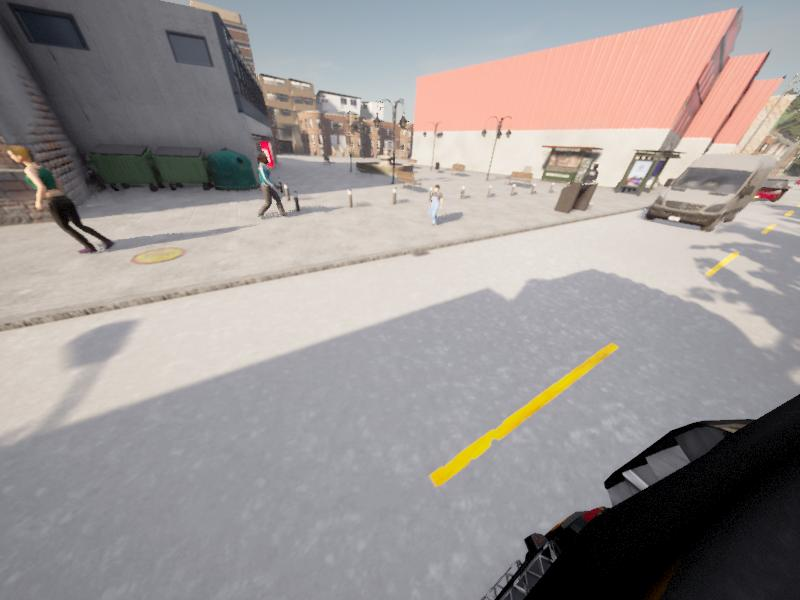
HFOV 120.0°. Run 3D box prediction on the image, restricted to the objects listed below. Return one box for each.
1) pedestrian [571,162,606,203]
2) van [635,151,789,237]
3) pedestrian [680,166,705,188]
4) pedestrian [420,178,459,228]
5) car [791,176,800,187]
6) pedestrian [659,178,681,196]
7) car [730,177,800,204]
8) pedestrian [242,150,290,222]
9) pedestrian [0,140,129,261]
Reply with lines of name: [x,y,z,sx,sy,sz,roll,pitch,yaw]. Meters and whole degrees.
pedestrian: [10.117,-6.320,12.412,0.751,1.860,0.751,25,40,30]
van: [13.046,-4.580,9.677,5.915,2.561,1.988,-16,38,-27]
pedestrian: [28.979,-12.224,22.922,0.751,1.860,0.751,29,42,34]
pedestrian: [1.207,-3.069,7.308,0.751,1.300,0.751,-22,41,-33]
car: [68.774,-20.043,39.016,4.514,1.525,2.007,-16,38,-26]
pedestrian: [19.652,-8.238,16.820,0.500,1.100,0.500,-16,38,-27]
car: [28.491,-8.623,18.018,4.792,1.488,2.163,-16,38,-27]
pedestrian: [-3.966,-3.431,7.010,0.751,1.860,0.751,-8,35,-16]
pedestrian: [-6.212,-1.766,4.219,0.751,1.860,0.751,-9,35,-17]
